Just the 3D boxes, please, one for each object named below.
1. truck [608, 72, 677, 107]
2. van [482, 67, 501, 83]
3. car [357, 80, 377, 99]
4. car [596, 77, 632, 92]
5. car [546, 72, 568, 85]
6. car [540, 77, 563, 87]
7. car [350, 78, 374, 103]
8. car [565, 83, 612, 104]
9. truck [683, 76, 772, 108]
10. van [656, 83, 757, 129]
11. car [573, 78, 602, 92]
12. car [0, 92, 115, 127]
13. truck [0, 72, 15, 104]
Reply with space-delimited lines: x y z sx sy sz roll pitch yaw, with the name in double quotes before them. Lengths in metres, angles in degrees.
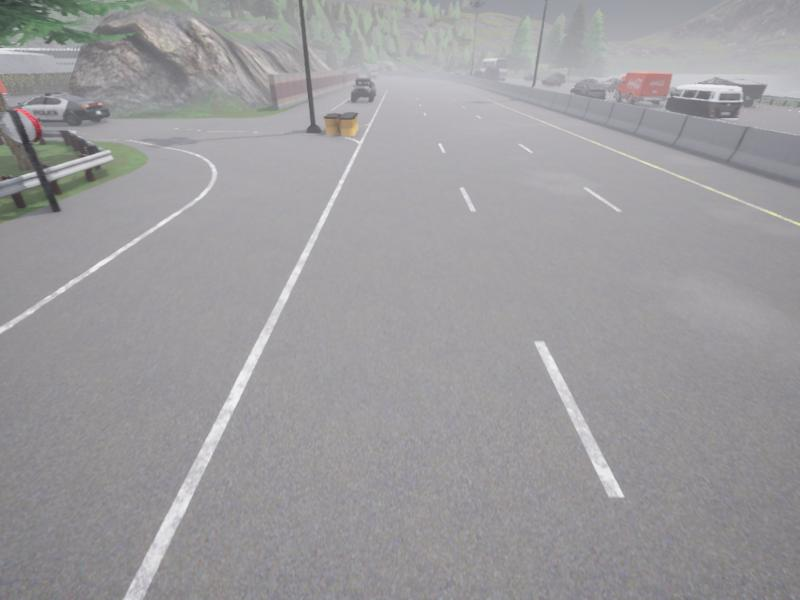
"truck" 21.010 -18.567 35.096 2.627 2.467 5.204 0 30 0
"van" 17.437 -43.193 76.856 1.988 2.561 5.915 -1 30 -2
"car" -3.488 -22.426 42.548 1.789 1.549 3.705 0 30 0
"car" 28.013 -28.347 52.604 2.038 1.542 4.974 0 30 0
"car" 28.018 -39.725 71.662 1.932 1.855 4.605 0 30 0
"car" 24.516 -35.408 64.881 1.895 1.301 4.718 0 30 0
"car" -3.490 -19.582 37.381 1.905 1.878 3.866 0 30 0
"car" 17.508 -19.415 37.485 2.128 1.511 4.902 0 31 0
"truck" 28.011 -18.087 34.651 2.390 2.098 6.274 0 30 0
"van" 17.511 -11.352 23.250 2.069 2.038 4.480 0 30 0
"car" 24.499 -28.228 52.497 1.816 1.474 4.193 0 30 0
"car" -18.799 -10.316 21.585 4.974 1.542 2.038 0 30 0
"truck" -37.004 -18.018 34.123 2.627 2.467 5.204 2 31 3
